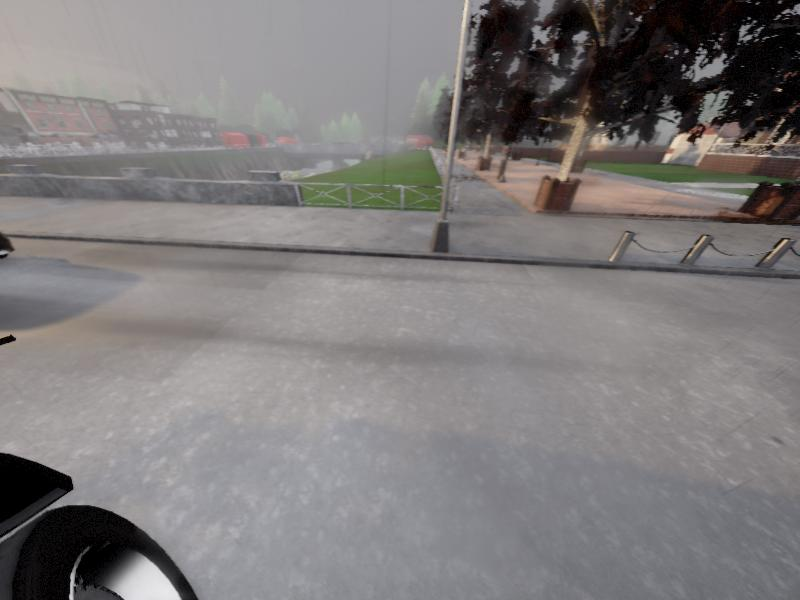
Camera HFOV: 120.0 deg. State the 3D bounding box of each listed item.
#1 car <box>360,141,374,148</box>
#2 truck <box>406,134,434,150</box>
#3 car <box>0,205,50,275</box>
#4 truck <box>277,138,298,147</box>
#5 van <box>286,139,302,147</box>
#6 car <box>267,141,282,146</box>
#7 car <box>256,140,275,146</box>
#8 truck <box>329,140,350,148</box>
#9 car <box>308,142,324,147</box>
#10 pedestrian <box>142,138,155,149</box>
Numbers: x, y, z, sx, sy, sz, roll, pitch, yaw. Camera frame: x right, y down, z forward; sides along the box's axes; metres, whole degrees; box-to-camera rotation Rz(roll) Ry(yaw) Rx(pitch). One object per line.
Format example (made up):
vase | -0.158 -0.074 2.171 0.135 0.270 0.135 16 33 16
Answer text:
car | -11.199 -52.996 78.716 4.605 1.855 1.932 4 35 4
truck | 6.396 -50.354 73.591 8.468 3.827 2.891 4 35 4
car | -10.406 -1.189 4.023 5.238 1.638 1.930 4 35 4
truck | -37.573 -52.693 77.129 5.204 2.467 2.627 4 35 4
van | -36.826 -54.729 80.518 4.442 1.987 1.775 4 35 4
car | -44.117 -54.964 81.210 3.806 1.475 1.970 4 35 4
car | -45.434 -52.870 77.926 4.856 1.649 2.033 4 35 4
truck | -20.800 -53.722 79.338 6.274 2.098 2.390 4 35 4
car | -29.109 -54.001 80.117 4.514 1.525 2.007 4 35 4
pedestrian | -51.412 -31.992 47.223 0.751 1.860 0.751 4 35 4
